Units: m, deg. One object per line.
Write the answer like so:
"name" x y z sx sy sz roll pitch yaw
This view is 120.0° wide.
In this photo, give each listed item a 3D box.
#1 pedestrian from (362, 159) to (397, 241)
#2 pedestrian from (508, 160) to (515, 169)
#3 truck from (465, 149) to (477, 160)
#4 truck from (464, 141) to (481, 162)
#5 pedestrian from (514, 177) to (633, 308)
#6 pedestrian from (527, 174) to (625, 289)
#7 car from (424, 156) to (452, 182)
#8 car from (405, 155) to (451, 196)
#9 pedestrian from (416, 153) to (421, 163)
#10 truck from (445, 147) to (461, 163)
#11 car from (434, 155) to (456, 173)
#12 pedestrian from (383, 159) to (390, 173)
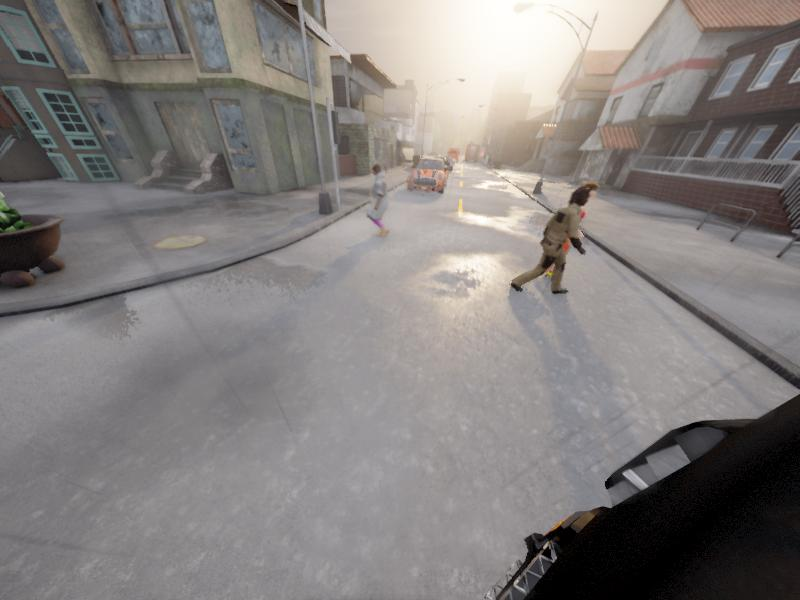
"pedestrian" -0.509 -2.600 6.108 0.751 1.860 0.751 3 33 1
"pedestrian" 16.147 -19.549 33.404 0.500 1.100 0.500 1 34 -2
"truck" 19.668 -40.692 64.563 2.627 2.467 5.204 9 34 9
"truck" 17.363 -35.681 55.607 2.891 3.827 8.468 9 34 9
"pedestrian" 2.600 -0.901 3.770 0.751 1.860 0.751 10 34 11
"pedestrian" 3.157 -1.269 4.367 0.751 1.860 0.751 18 37 22
"car" 3.332 -11.337 19.849 1.851 1.617 3.988 9 34 9
"car" 1.875 -7.921 14.417 2.097 1.767 4.553 9 34 10
"pedestrian" 2.986 -22.963 37.417 0.751 1.300 0.751 6 34 4
"truck" 11.009 -29.953 47.732 2.627 2.467 5.204 9 34 9
"car" 5.429 -16.306 27.572 2.038 1.542 4.974 9 34 9
"pedestrian" -1.250 -12.228 21.086 0.500 1.100 0.500 9 34 10
